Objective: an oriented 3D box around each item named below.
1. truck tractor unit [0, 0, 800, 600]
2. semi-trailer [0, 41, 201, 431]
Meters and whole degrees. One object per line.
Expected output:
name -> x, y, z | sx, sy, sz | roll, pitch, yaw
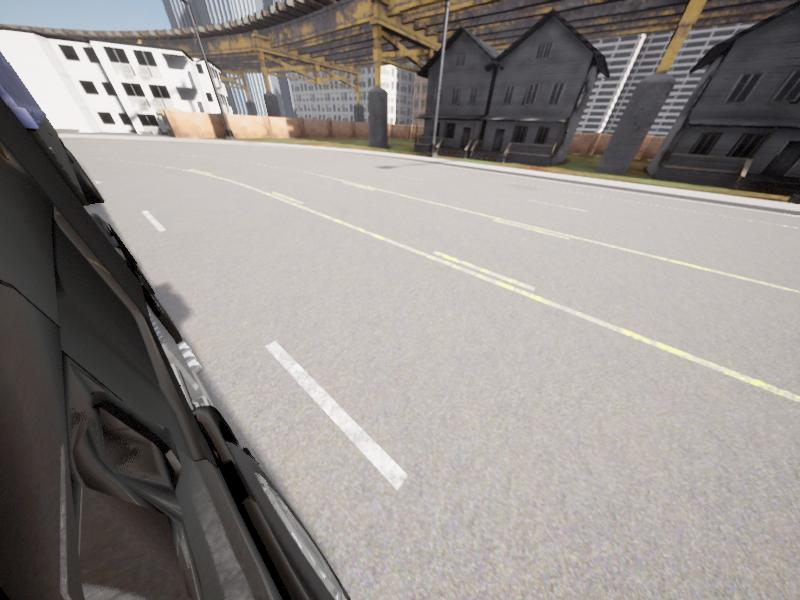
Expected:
truck tractor unit -> -2.645, -0.295, 0.351 | 6.516, 4.208, 3.053 | 28, 44, 30
semi-trailer -> -8.680, -3.630, 4.227 | 14.254, 4.402, 2.717 | 29, 44, 30
